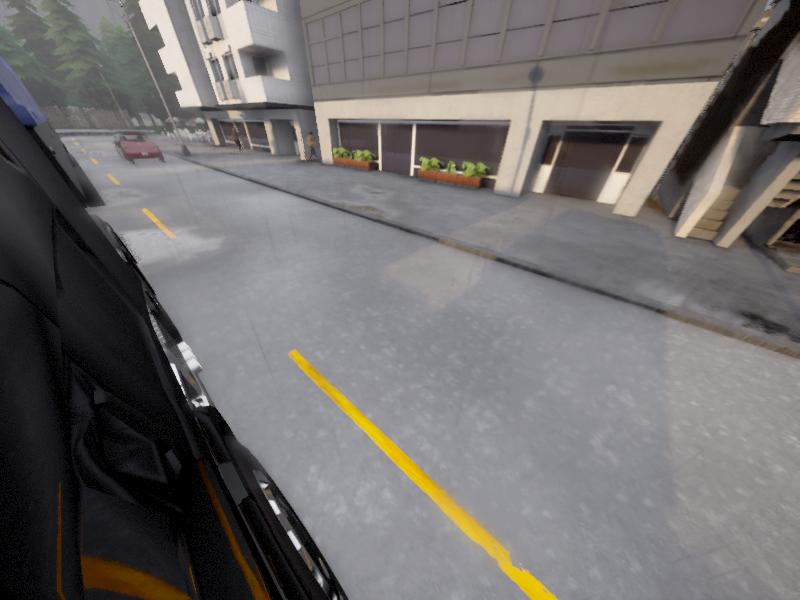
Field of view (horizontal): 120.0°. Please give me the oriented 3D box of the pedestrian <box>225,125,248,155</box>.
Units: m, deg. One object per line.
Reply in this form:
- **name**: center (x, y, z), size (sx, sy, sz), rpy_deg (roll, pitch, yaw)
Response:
- **pedestrian**: center (-12.865, -12.611, 18.238), size (0.751, 1.860, 0.751), rpy_deg (27, 43, 29)

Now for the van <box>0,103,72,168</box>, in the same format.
- **van**: center (-20.982, -9.216, 12.872), size (5.915, 2.561, 1.988), rpy_deg (27, 43, 30)

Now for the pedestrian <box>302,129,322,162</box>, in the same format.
- **pedestrian**: center (-6.116, -10.704, 16.040), size (0.751, 1.860, 0.751), rpy_deg (-23, 44, -30)

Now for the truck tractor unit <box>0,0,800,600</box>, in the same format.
- **truck tractor unit**: center (-2.645, -0.295, 0.352), size (6.516, 4.208, 3.053), rpy_deg (28, 44, 30)

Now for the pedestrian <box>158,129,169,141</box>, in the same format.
- **pedestrian**: center (-29.135, -20.319, 28.456), size (0.500, 1.100, 0.500), rpy_deg (29, 44, 31)

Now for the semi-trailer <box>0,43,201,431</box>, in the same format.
- **semi-trailer**: center (-8.703, -3.570, 4.269), size (14.254, 4.402, 2.717), rpy_deg (28, 44, 30)

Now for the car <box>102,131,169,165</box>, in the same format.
- **car**: center (-16.428, -9.534, 14.375), size (3.633, 1.501, 1.845), rpy_deg (28, 44, 30)
